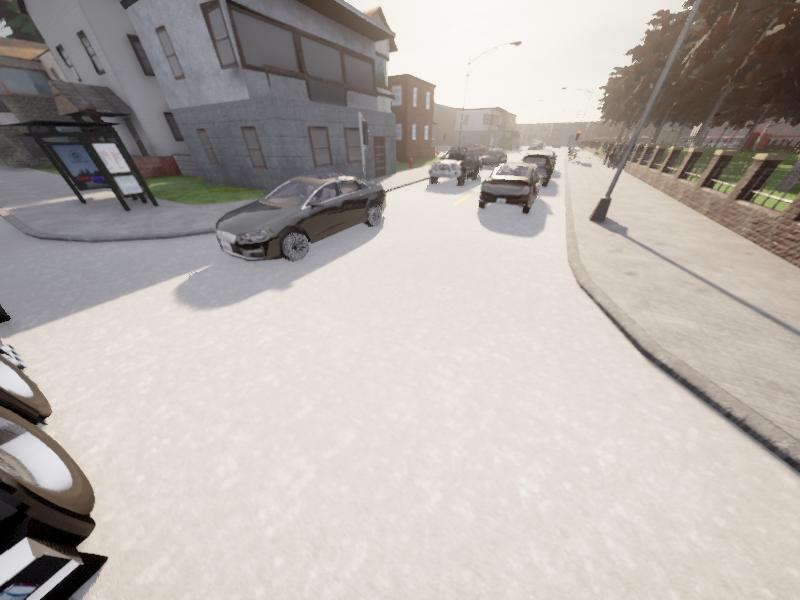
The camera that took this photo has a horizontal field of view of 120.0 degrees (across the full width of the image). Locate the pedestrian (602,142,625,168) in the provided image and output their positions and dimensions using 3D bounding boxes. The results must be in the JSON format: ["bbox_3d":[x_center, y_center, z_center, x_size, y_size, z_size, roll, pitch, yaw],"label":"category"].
[{"bbox_3d":[18.653,-12.745,20.269,0.751,1.860,0.751,18,39,24],"label":"pedestrian"}]

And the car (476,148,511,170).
[{"bbox_3d":[9.023,-13.608,22.131,1.837,1.490,4.892,18,39,24],"label":"car"}]

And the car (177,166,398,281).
[{"bbox_3d":[-2.281,-2.522,6.308,2.128,1.511,4.902,20,40,26],"label":"car"}]

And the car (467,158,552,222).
[{"bbox_3d":[4.649,-4.745,9.441,2.128,1.511,4.902,18,39,25],"label":"car"}]

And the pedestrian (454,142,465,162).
[{"bbox_3d":[6.632,-16.583,25.860,0.751,1.860,0.751,20,40,27],"label":"pedestrian"}]

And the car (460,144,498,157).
[{"bbox_3d":[12.147,-23.241,35.807,4.856,1.649,2.033,25,42,32],"label":"car"}]

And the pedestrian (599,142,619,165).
[{"bbox_3d":[19.977,-14.047,22.125,0.751,1.860,0.751,18,39,25],"label":"pedestrian"}]

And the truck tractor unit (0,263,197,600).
[{"bbox_3d":[-5.109,-0.303,0.780,6.516,4.208,3.053,18,39,24],"label":"truck tractor unit"}]

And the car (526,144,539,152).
[{"bbox_3d":[29.674,-33.897,51.488,1.812,1.442,4.674,18,39,24],"label":"car"}]

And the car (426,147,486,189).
[{"bbox_3d":[3.493,-8.218,14.121,1.932,1.855,4.605,18,38,25],"label":"car"}]

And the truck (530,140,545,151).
[{"bbox_3d":[35.140,-39.593,59.037,2.390,2.098,6.274,18,39,24],"label":"truck"}]

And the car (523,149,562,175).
[{"bbox_3d":[11.679,-11.424,18.961,2.128,1.511,4.902,16,38,22],"label":"car"}]

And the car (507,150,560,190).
[{"bbox_3d":[8.189,-8.081,14.095,2.033,1.649,4.856,17,38,23],"label":"car"}]
